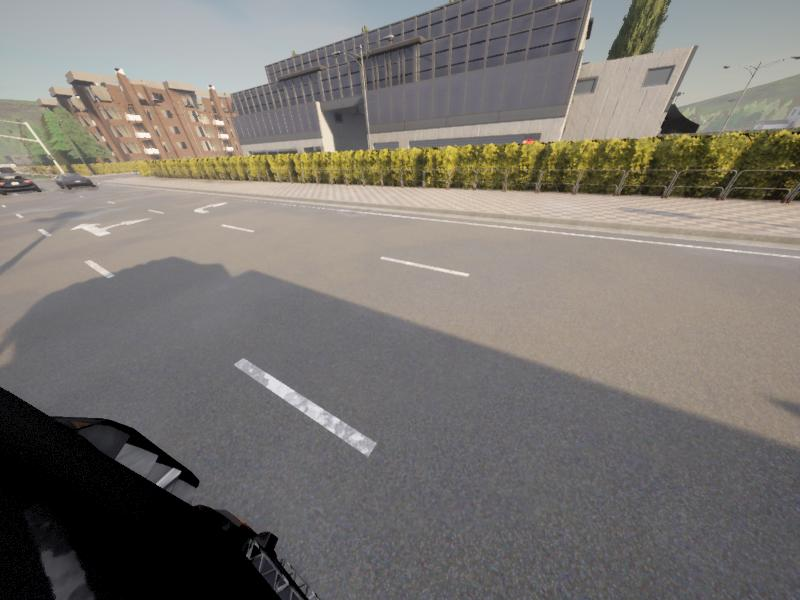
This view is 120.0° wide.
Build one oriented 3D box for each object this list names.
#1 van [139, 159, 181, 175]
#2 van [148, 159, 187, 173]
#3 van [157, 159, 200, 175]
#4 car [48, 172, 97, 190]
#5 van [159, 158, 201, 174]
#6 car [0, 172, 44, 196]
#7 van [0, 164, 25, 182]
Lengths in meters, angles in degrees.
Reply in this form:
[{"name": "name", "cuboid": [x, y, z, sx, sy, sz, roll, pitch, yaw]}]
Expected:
[{"name": "van", "cuboid": [-43.098, -24.018, 41.587, 2.069, 2.038, 4.480, 17, 39, 27]}, {"name": "van", "cuboid": [-44.896, -26.050, 44.783, 2.069, 2.038, 4.480, 17, 38, 27]}, {"name": "van", "cuboid": [-36.955, -22.356, 38.654, 1.775, 1.987, 4.442, 17, 38, 27]}, {"name": "car", "cuboid": [-34.069, -12.416, 24.032, 4.181, 1.385, 1.994, 16, 38, 26]}, {"name": "van", "cuboid": [-39.172, -24.011, 41.271, 2.069, 2.038, 4.480, 17, 39, 27]}, {"name": "car", "cuboid": [-36.763, -11.076, 21.953, 4.611, 1.667, 2.242, 16, 38, 26]}, {"name": "van", "cuboid": [-69.879, -22.510, 40.937, 5.915, 2.561, 1.988, 16, 38, 25]}]
